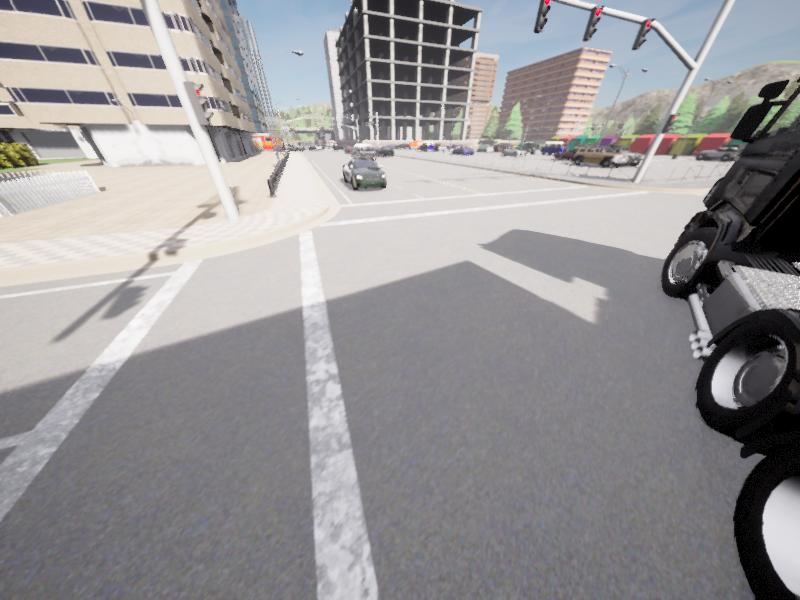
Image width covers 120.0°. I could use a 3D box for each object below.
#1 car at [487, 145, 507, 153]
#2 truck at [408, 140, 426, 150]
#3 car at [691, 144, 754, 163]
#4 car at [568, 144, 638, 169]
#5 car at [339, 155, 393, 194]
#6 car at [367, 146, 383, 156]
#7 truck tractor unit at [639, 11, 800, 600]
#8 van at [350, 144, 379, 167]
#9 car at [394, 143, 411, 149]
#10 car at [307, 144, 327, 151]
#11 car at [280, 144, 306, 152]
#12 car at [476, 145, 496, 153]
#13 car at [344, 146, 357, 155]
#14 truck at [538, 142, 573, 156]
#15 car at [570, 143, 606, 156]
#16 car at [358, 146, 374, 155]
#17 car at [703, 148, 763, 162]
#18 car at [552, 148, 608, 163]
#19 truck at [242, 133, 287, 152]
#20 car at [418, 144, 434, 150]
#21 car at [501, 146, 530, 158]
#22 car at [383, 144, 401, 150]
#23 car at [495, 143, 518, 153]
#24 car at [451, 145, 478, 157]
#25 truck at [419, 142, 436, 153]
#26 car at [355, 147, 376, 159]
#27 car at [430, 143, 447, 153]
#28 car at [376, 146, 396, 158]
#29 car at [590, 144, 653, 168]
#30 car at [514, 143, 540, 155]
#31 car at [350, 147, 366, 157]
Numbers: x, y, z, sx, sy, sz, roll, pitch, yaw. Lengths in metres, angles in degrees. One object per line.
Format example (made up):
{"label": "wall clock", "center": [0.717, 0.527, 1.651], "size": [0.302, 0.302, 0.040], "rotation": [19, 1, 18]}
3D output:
{"label": "car", "center": [21.867, -34.272, 52.326], "size": [1.784, 1.438, 3.905], "rotation": [-12, 36, -17]}
{"label": "truck", "center": [5.421, -50.667, 75.413], "size": [5.204, 2.467, 2.627], "rotation": [-12, 36, -17]}
{"label": "car", "center": [40.973, -18.790, 29.484], "size": [1.905, 1.878, 3.866], "rotation": [-12, 36, -17]}
{"label": "car", "center": [19.869, -14.352, 23.003], "size": [1.932, 1.855, 4.605], "rotation": [-12, 36, -17]}
{"label": "car", "center": [-2.204, -7.805, 14.044], "size": [2.038, 1.542, 4.974], "rotation": [-12, 36, -16]}
{"label": "car", "center": [-4.775, -28.526, 44.230], "size": [1.812, 1.442, 4.674], "rotation": [-12, 36, -17]}
{"label": "truck tractor unit", "center": [4.640, -0.614, 1.230], "size": [3.053, 4.208, 6.516], "rotation": [24, 42, 31]}
{"label": "van", "center": [-4.022, -16.403, 26.085], "size": [2.069, 2.038, 4.480], "rotation": [-12, 36, -17]}
{"label": "car", "center": [0.876, -47.274, 71.099], "size": [4.892, 1.490, 1.837], "rotation": [-12, 36, -17]}
{"label": "car", "center": [-22.666, -41.795, 63.300], "size": [2.038, 1.542, 4.974], "rotation": [17, 37, 22]}
{"label": "car", "center": [-25.750, -36.676, 55.780], "size": [5.238, 1.638, 1.930], "rotation": [3, 35, 4]}
{"label": "car", "center": [19.154, -33.674, 51.510], "size": [1.970, 1.475, 3.806], "rotation": [-12, 36, -17]}
{"label": "car", "center": [-10.407, -31.370, 48.357], "size": [1.812, 1.442, 4.674], "rotation": [-12, 36, -17]}
{"label": "truck", "center": [27.150, -26.521, 40.530], "size": [2.069, 2.038, 4.478], "rotation": [-12, 36, -17]}
{"label": "car", "center": [34.829, -28.097, 42.997], "size": [1.932, 1.855, 4.605], "rotation": [-12, 36, -17]}
{"label": "car", "center": [-7.332, -32.360, 49.843], "size": [2.033, 1.411, 5.357], "rotation": [-12, 36, -17]}
{"label": "car", "center": [43.689, -19.159, 30.446], "size": [1.970, 1.475, 3.806], "rotation": [-12, 36, -17]}
{"label": "car", "center": [22.893, -18.659, 29.683], "size": [2.033, 1.415, 5.357], "rotation": [-12, 36, -17]}
{"label": "truck", "center": [-32.878, -38.533, 56.535], "size": [8.468, 3.827, 2.891], "rotation": [-13, 37, -18]}
{"label": "car", "center": [8.197, -48.756, 73.466], "size": [4.611, 1.667, 2.242], "rotation": [-12, 36, -17]}
{"label": "car", "center": [19.029, -24.510, 38.193], "size": [1.970, 1.475, 3.806], "rotation": [-12, 36, -17]}
{"label": "car", "center": [-2.471, -48.565, 73.211], "size": [5.357, 1.411, 2.033], "rotation": [-12, 36, -17]}
{"label": "car", "center": [24.364, -35.002, 53.019], "size": [1.932, 1.855, 4.605], "rotation": [-12, 36, -17]}
{"label": "car", "center": [11.508, -26.877, 41.496], "size": [2.242, 1.667, 4.611], "rotation": [-12, 36, -17]}
{"label": "truck", "center": [6.233, -35.086, 52.952], "size": [2.069, 2.038, 4.478], "rotation": [-12, 36, -17]}
{"label": "car", "center": [-5.695, -24.308, 38.067], "size": [2.163, 1.488, 4.792], "rotation": [-12, 36, -17]}
{"label": "car", "center": [8.921, -35.617, 53.894], "size": [1.932, 1.855, 4.605], "rotation": [-12, 36, -17]}
{"label": "car", "center": [-2.485, -25.129, 39.214], "size": [1.882, 1.535, 5.008], "rotation": [-12, 36, -17]}
{"label": "car", "center": [22.600, -14.892, 23.798], "size": [1.905, 1.878, 3.866], "rotation": [-12, 36, -17]}
{"label": "car", "center": [24.912, -29.828, 45.506], "size": [1.905, 1.878, 3.866], "rotation": [-12, 36, -17]}
{"label": "car", "center": [-7.942, -27.612, 43.029], "size": [1.895, 1.301, 4.718], "rotation": [-12, 36, -17]}
